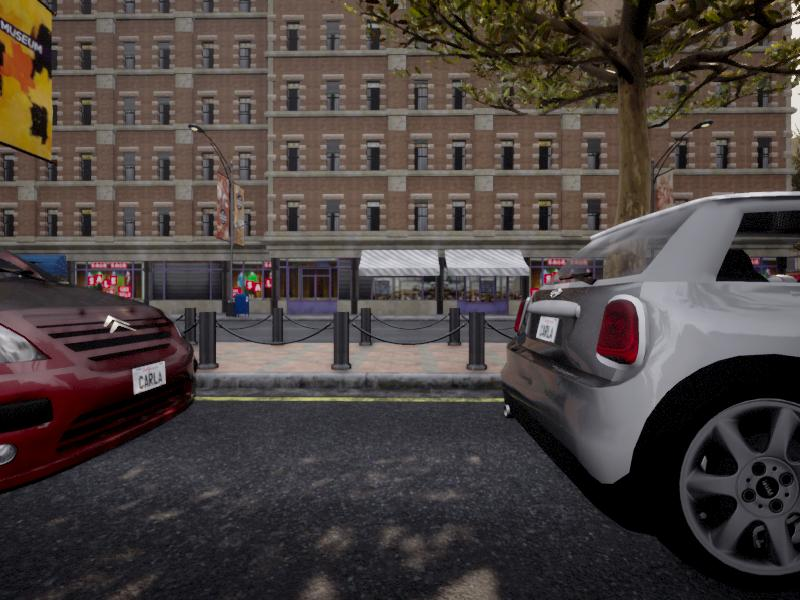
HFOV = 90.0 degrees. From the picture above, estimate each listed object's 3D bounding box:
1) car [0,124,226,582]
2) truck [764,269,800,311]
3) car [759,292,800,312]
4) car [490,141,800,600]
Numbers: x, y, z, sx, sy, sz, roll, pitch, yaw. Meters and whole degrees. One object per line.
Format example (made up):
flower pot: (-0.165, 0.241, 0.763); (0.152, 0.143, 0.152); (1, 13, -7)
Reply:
car: (-3.390, 0.188, 2.287); (3.988, 1.617, 1.851); (0, 0, 1)
truck: (38.063, -0.920, 36.045); (2.891, 3.827, 8.468); (0, 0, 1)
car: (34.548, 0.171, 34.748); (1.930, 1.638, 5.238); (0, 0, 0)
car: (2.600, 0.253, 2.173); (3.806, 1.475, 1.970); (0, 0, 1)
